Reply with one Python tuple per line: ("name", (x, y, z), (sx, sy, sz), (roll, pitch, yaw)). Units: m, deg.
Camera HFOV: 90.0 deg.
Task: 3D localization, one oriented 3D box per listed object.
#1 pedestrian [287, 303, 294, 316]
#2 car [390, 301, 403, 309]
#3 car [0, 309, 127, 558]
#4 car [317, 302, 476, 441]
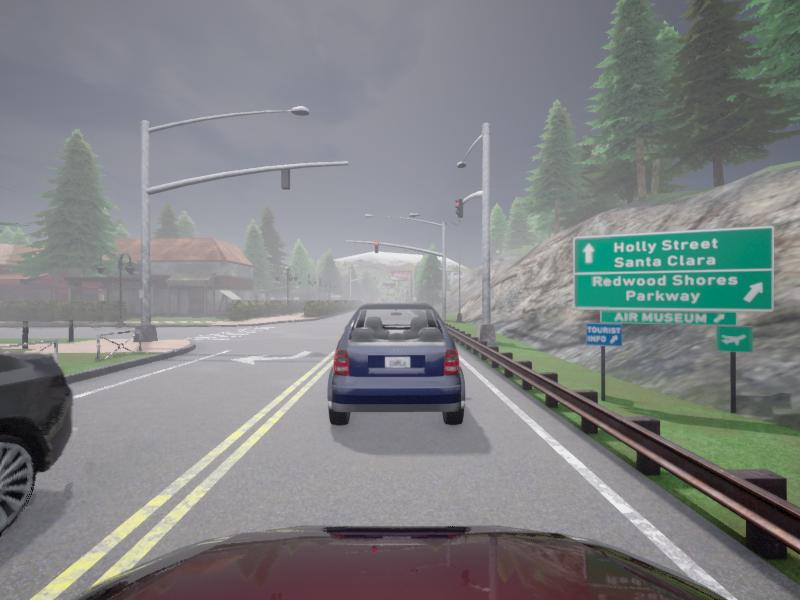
("pedestrian", (-10.048, 0.865, 36.705), (0.500, 1.100, 0.500), (0, 0, 1))
("car", (-0.666, 0.851, 69.640), (2.163, 1.488, 4.792), (0, 0, -1))
("car", (-3.518, 0.836, 1.167), (2.128, 1.511, 4.902), (0, 0, -1))
("car", (-0.060, 0.815, 6.371), (1.789, 1.549, 3.705), (0, 0, -1))
